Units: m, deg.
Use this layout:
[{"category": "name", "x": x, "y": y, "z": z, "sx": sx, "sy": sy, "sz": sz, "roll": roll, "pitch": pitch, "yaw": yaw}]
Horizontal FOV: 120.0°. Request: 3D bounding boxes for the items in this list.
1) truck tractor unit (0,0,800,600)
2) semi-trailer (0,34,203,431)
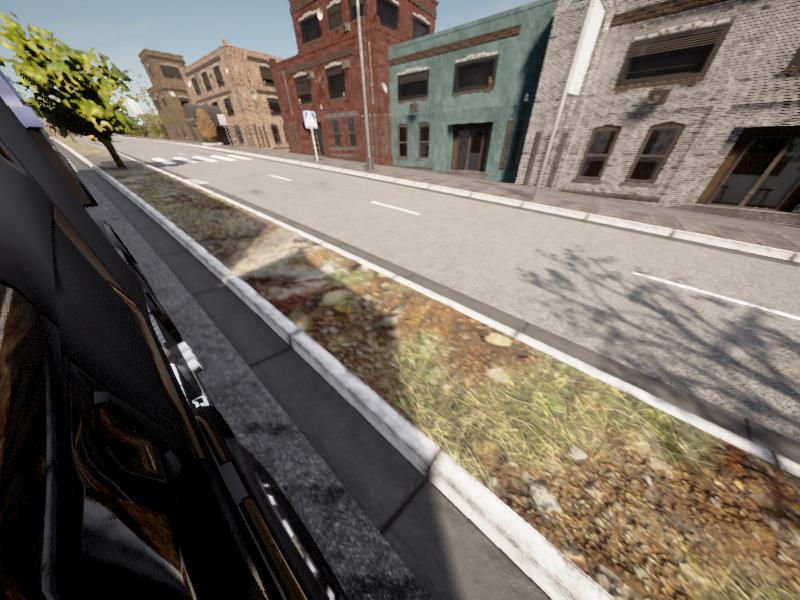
[{"category": "truck tractor unit", "x": -2.645, "y": -0.295, "z": 0.351, "sx": 6.516, "sy": 4.208, "sz": 3.053, "roll": 28, "pitch": 44, "yaw": 30}, {"category": "semi-trailer", "x": -8.771, "y": -3.532, "z": 4.188, "sx": 14.254, "sy": 4.402, "sz": 2.717, "roll": 27, "pitch": 43, "yaw": 29}]
